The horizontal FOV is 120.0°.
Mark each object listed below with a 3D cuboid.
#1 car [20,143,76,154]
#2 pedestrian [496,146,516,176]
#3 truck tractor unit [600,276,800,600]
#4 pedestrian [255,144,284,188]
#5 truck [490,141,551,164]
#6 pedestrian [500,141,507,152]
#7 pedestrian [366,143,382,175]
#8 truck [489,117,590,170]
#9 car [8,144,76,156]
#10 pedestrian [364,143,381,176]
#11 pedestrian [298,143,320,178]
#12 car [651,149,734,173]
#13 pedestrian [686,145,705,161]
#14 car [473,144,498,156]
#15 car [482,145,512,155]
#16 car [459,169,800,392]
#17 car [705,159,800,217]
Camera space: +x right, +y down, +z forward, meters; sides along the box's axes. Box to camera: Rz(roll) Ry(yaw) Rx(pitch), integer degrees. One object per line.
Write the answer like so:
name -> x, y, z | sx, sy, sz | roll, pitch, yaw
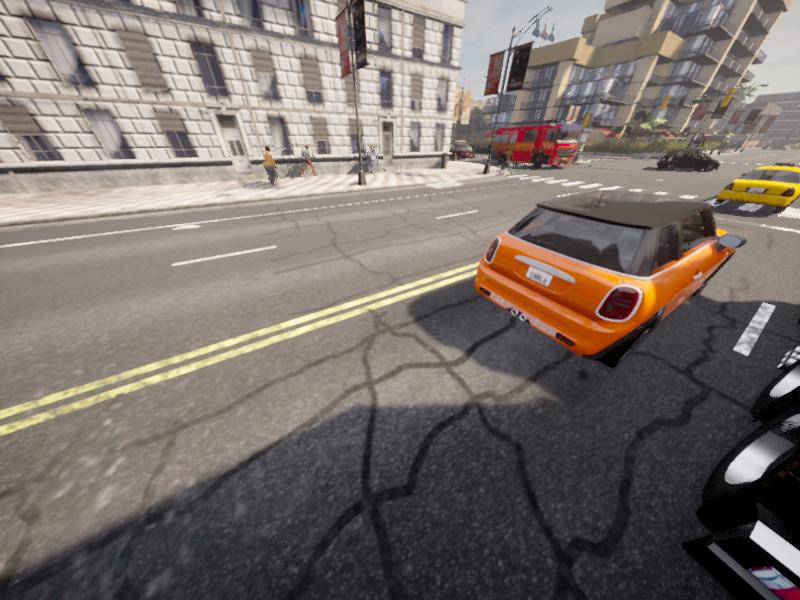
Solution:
car -> -58.310, -25.229, 38.421 | 4.514, 1.525, 2.007 | -18, 39, -24
pedestrian -> 8.051, -10.609, 17.622 | 0.751, 1.860, 0.751 | 25, 42, 31
truck tractor unit -> 5.129, -0.282, 0.752 | 6.516, 4.208, 3.053 | -17, 39, -23
pedestrian -> -6.740, -6.945, 11.981 | 0.751, 1.860, 0.751 | -20, 40, -27
truck -> 14.968, -18.827, 29.323 | 2.390, 2.098, 6.274 | -20, 39, -26
pedestrian -> 22.028, -32.744, 49.268 | 0.751, 1.860, 0.751 | -19, 39, -26
pedestrian -> -1.866, -10.145, 16.617 | 0.751, 1.860, 0.751 | -22, 41, -28
truck -> 13.555, -16.067, 23.837 | 2.891, 3.827, 8.468 | -12, 37, -17
car -> -55.902, -23.638, 36.271 | 5.357, 1.411, 2.033 | -19, 39, -25
pedestrian -> -1.898, -9.698, 15.975 | 0.751, 1.860, 0.751 | -20, 40, -27
pedestrian -> -5.826, -8.923, 14.829 | 0.751, 1.860, 0.751 | -19, 39, -25
car -> 26.227, -12.634, 20.951 | 3.988, 1.617, 1.851 | 11, 36, 15
pedestrian -> 39.632, -19.735, 30.996 | 0.751, 1.860, 0.751 | -18, 39, -24
car -> 15.345, -26.991, 41.528 | 1.789, 1.549, 3.705 | -19, 39, -25
car -> 18.077, -28.237, 43.392 | 1.837, 1.490, 4.892 | -19, 39, -25
car -> 3.518, -0.889, 3.732 | 4.553, 1.767, 2.097 | -19, 39, -25
car -> 15.555, -4.870, 9.734 | 5.366, 1.575, 1.801 | -19, 39, -25
